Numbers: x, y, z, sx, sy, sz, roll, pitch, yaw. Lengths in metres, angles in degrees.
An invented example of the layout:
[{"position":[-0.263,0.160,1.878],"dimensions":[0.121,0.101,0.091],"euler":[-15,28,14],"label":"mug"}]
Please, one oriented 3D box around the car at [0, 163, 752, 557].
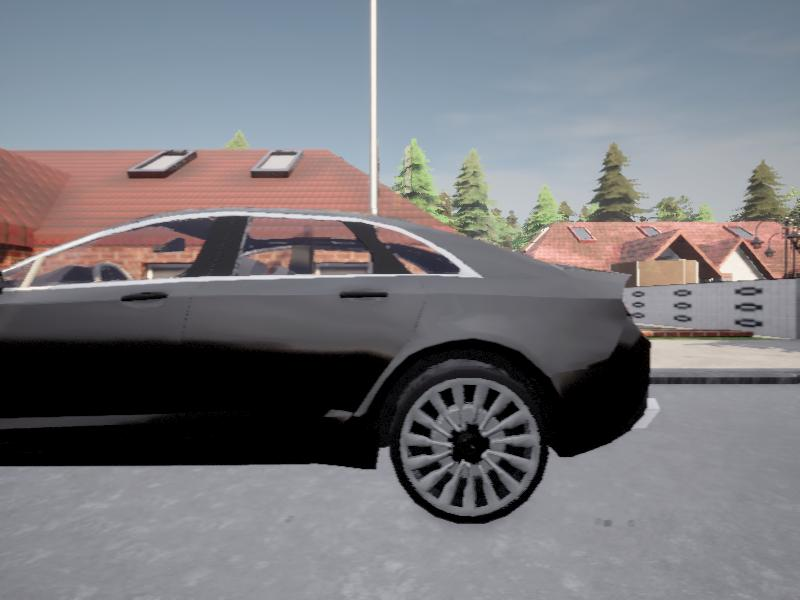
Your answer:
[{"position":[-1.077,0.238,2.656],"dimensions":[4.902,1.511,2.128],"euler":[0,0,1],"label":"car"}]
